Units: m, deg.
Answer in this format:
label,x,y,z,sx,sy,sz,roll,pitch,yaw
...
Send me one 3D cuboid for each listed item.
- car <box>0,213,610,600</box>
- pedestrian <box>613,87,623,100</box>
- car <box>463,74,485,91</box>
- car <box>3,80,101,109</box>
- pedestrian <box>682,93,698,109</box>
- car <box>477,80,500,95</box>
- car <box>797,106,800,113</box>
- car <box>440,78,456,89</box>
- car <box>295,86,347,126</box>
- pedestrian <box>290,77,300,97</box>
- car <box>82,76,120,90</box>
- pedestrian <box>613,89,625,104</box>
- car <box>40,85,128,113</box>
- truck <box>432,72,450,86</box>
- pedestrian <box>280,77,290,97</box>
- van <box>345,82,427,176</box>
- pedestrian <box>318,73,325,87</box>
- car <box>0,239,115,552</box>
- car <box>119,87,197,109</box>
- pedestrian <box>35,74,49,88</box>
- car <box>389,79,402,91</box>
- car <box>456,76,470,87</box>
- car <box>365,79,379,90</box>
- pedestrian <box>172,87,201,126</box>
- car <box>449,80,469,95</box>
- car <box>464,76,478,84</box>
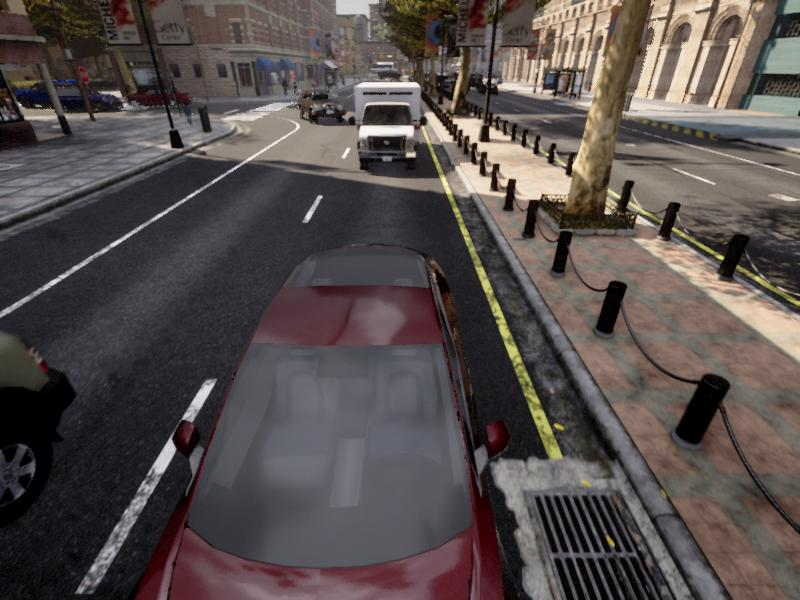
label,x,y,z,sx,sy,sz,roll,pitch,yaw
car,-0.366,0.774,3.229,2.163,1.488,4.792,0,30,0
pedestrian,21.465,-20.415,39.468,0.500,1.100,0.500,3,30,5
car,10.846,-32.108,58.884,2.150,2.045,5.566,0,30,0
car,-28.692,-17.069,33.170,5.566,2.045,2.150,0,30,-1
pedestrian,22.164,-15.207,30.563,0.500,1.100,0.500,-11,32,-18
car,10.896,-26.324,49.608,1.970,1.475,3.806,0,30,0
car,30.336,-13.264,27.024,2.161,1.482,4.786,0,30,0
car,7.331,-33.427,61.783,1.994,1.385,4.181,0,30,0
car,-4.950,-12.088,24.812,1.932,1.855,4.605,-12,32,-22
pedestrian,-11.343,-23.104,43.319,0.751,1.860,0.751,-2,30,-4
car,-45.720,-33.302,61.333,1.930,1.638,5.238,0,30,0
pedestrian,19.077,-17.719,34.858,0.500,1.100,0.500,3,30,5
car,-23.757,-15.226,30.265,4.553,1.767,2.097,-1,30,-2
truck,7.278,-39.516,71.489,2.390,2.098,6.274,0,30,0
pedestrian,-12.207,-22.672,42.582,0.751,1.860,0.751,-6,31,-9
van,-0.421,-6.639,14.949,2.351,2.431,6.366,0,30,0
pedestrian,-12.537,-35.147,63.913,0.751,1.860,0.751,0,30,1
car,-3.843,1.500,1.574,1.932,1.855,4.605,0,31,0
car,-20.141,-16.962,33.488,5.008,1.535,1.882,-1,30,-2
pedestrian,-54.465,-33.388,60.913,0.751,1.860,0.751,0,30,1
car,-0.644,-30.763,57.175,1.812,1.442,4.674,0,30,0
car,10.791,-37.872,69.206,1.789,1.549,3.705,0,30,0
car,-4.160,-32.441,60.183,1.895,1.301,4.718,0,30,0
pedestrian,-11.747,-10.647,22.018,0.751,1.860,0.751,0,30,0
car,7.391,-26.961,50.615,1.837,1.490,4.892,0,30,0
car,13.989,-43.356,78.843,1.895,1.301,4.718,0,30,0
